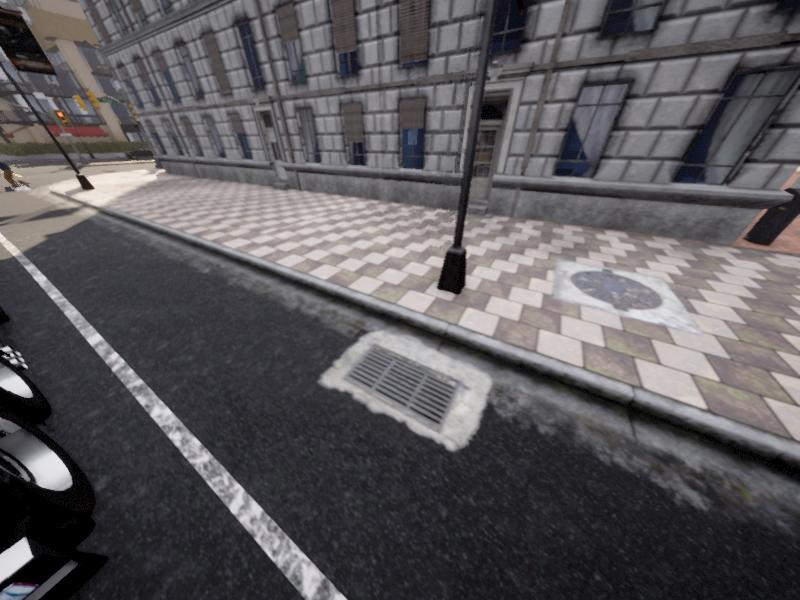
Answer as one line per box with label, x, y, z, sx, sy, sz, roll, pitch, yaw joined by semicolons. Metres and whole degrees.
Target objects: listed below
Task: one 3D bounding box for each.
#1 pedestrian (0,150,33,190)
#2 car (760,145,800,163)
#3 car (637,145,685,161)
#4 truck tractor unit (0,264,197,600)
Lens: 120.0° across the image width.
pedestrian;-22.066;-7.267;12.892;0.751;1.860;0.751;16;38;22
car;44.420;-15.923;25.144;1.801;1.575;5.366;-16;38;-21
car;32.816;-18.619;29.132;1.845;1.501;3.633;-27;43;-33
truck tractor unit;-5.118;-0.292;0.790;6.516;4.208;3.053;18;39;24
